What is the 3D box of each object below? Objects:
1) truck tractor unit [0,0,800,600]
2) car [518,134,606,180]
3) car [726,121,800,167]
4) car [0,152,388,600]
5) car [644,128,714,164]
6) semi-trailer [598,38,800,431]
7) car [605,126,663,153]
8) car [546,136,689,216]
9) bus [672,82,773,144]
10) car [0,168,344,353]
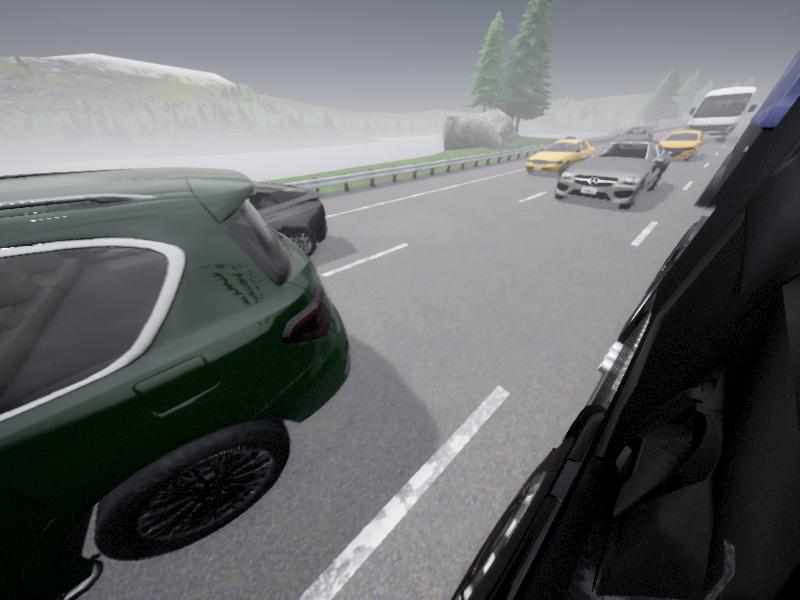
[{"bbox_3d":[2.645,-0.295,0.352,6.516,4.208,3.053,-28,44,-30],"label":"truck tractor unit"},{"bbox_3d":[8.836,-7.891,12.539,5.366,1.575,1.801,-28,43,-30],"label":"car"},{"bbox_3d":[20.365,-8.632,12.680,4.553,1.767,2.097,-28,43,-30],"label":"car"},{"bbox_3d":[-2.984,0.859,0.967,5.566,2.045,2.150,-28,43,-30],"label":"car"},{"bbox_3d":[17.987,-9.984,14.874,5.008,1.535,1.882,-28,43,-30],"label":"car"},{"bbox_3d":[8.698,-3.571,4.278,14.254,4.402,2.717,-28,43,-30],"label":"semi-trailer"},{"bbox_3d":[20.312,-13.976,20.045,4.611,1.667,2.242,-28,43,-30],"label":"car"},{"bbox_3d":[7.589,-4.541,8.027,5.027,1.651,2.152,-28,43,-30],"label":"car"},{"bbox_3d":[33.166,-18.995,23.923,10.273,4.253,3.944,-28,43,-30],"label":"bus"},{"bbox_3d":[-3.693,-1.266,4.335,4.514,1.525,2.007,-28,43,-30],"label":"car"}]
